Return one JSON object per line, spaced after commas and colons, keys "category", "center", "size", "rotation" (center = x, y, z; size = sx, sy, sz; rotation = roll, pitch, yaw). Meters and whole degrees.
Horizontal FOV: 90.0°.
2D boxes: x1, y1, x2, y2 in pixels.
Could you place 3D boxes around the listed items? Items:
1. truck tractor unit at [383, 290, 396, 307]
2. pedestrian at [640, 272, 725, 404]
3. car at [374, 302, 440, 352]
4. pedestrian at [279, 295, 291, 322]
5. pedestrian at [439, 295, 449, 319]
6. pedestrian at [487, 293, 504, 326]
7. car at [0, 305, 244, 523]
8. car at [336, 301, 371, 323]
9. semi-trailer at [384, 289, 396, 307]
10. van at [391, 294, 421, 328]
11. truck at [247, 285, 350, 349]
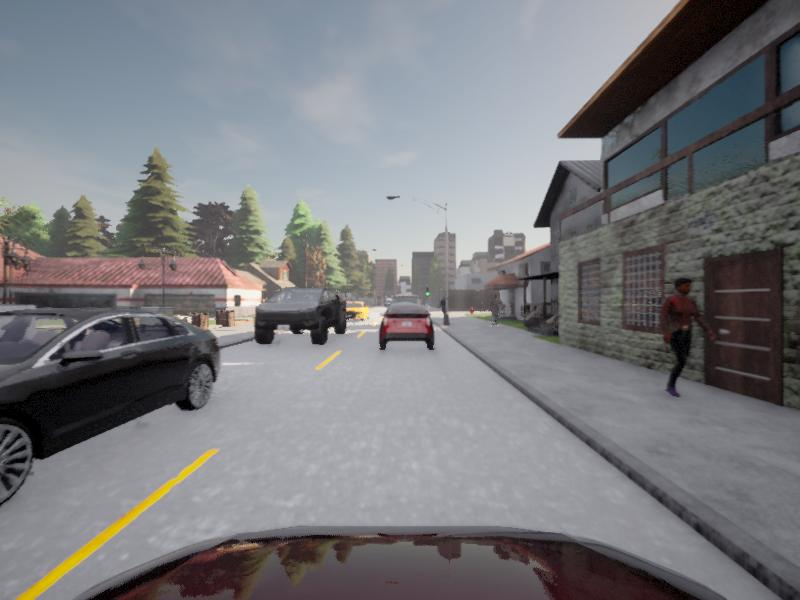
{"category": "truck tractor unit", "center": [-2.618, -0.407, 100.080], "size": [3.053, 4.208, 6.516], "rotation": [0, 0, 0]}
{"category": "pedestrian", "center": [4.244, 0.540, 6.064], "size": [0.751, 1.860, 0.751], "rotation": [0, 0, -6]}
{"category": "car", "center": [0.208, 0.844, 14.500], "size": [2.007, 1.525, 4.514], "rotation": [0, 0, 0]}
{"category": "pedestrian", "center": [-8.095, 0.562, 28.133], "size": [0.751, 1.860, 0.751], "rotation": [0, 0, -10]}
{"category": "pedestrian", "center": [3.511, 0.569, 31.866], "size": [0.751, 1.860, 0.751], "rotation": [0, 0, 8]}
{"category": "pedestrian", "center": [5.450, 0.559, 22.897], "size": [0.751, 1.860, 0.751], "rotation": [0, 0, -4]}
{"category": "car", "center": [-3.850, 0.842, 4.465], "size": [2.128, 1.511, 4.902], "rotation": [0, 0, 2]}
{"category": "car", "center": [-3.516, 0.857, 31.121], "size": [1.882, 1.535, 5.008], "rotation": [0, 0, 2]}
{"category": "semi-trailer", "center": [-2.539, -0.498, 107.992], "size": [2.717, 4.402, 14.254], "rotation": [0, 0, 1]}
{"category": "van", "center": [0.341, 0.628, 25.473], "size": [1.775, 1.987, 4.442], "rotation": [0, 0, 0]}
{"category": "truck", "center": [-3.724, 0.561, 16.277], "size": [2.390, 2.098, 6.274], "rotation": [0, 0, 2]}
